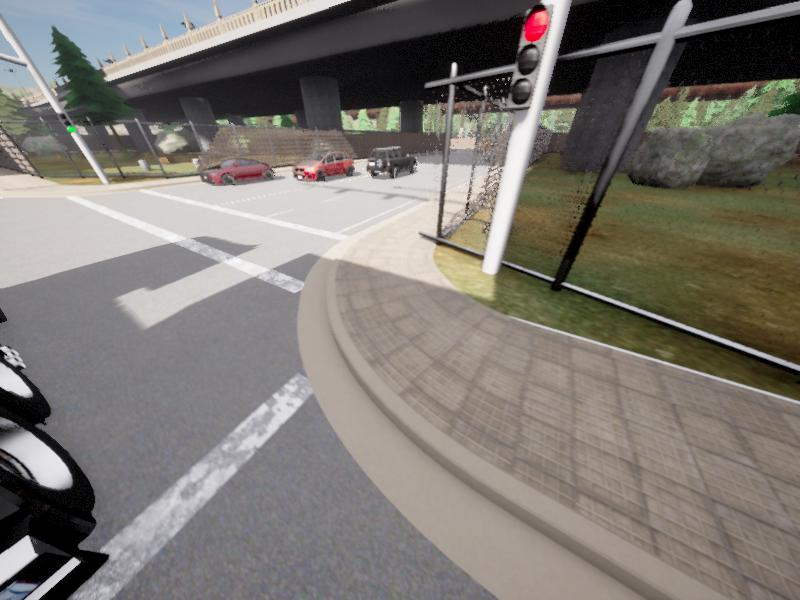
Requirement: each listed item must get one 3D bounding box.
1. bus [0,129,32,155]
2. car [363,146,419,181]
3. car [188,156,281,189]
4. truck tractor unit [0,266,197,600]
[{"bbox_3d":[-82.526,-30.847,45.053,3.944,4.253,10.273,18,39,24],"label":"bus"},{"bbox_3d":[-0.477,-10.260,17.147,1.932,1.855,4.605,18,39,24],"label":"car"},{"bbox_3d":[-10.351,-8.296,14.835,1.994,1.385,4.181,20,39,26],"label":"car"},{"bbox_3d":[-5.115,-0.297,0.775,6.516,4.208,3.053,18,39,24],"label":"truck tractor unit"}]
